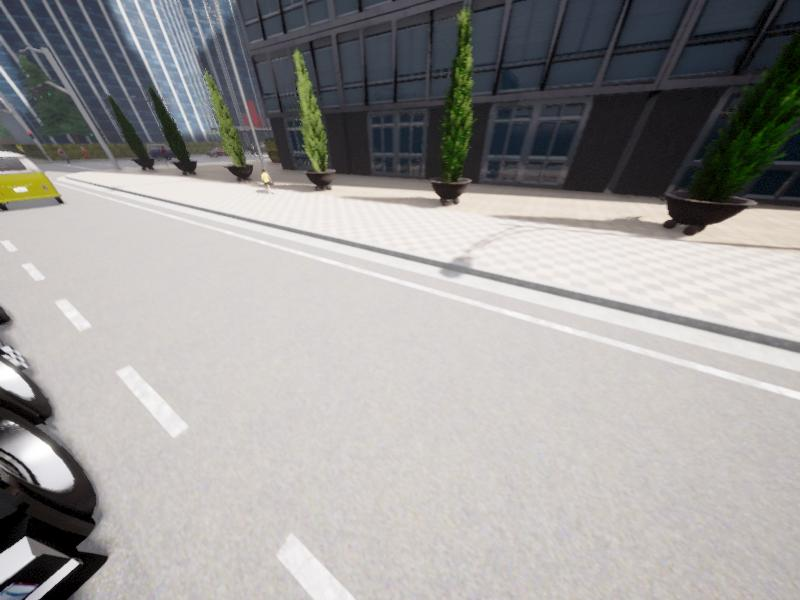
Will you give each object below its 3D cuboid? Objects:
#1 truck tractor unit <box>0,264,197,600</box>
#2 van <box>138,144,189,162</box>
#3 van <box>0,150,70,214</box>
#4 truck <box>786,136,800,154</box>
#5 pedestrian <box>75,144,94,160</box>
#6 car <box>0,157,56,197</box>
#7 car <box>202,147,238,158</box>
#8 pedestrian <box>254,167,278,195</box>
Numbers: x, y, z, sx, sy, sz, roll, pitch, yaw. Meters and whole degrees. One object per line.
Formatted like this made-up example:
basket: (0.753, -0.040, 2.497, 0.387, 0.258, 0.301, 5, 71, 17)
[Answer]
truck tractor unit: (-5.116, -0.294, 0.789, 6.516, 4.208, 3.053, 18, 39, 24)
van: (-33.569, -21.090, 32.977, 1.775, 1.987, 4.442, 18, 39, 24)
van: (-16.949, -5.298, 10.079, 4.442, 1.987, 1.775, 21, 40, 27)
truck: (67.083, -26.136, 37.450, 8.468, 3.827, 2.891, -21, 40, -28)
pedestrian: (-45.669, -21.487, 33.477, 0.751, 1.860, 0.751, 18, 39, 24)
car: (-22.157, -7.009, 12.999, 4.514, 1.525, 2.007, 18, 39, 24)
car: (-29.894, -24.621, 38.465, 1.816, 1.474, 4.193, 18, 39, 24)
pedestrian: (-6.323, -5.672, 10.971, 0.500, 1.100, 0.500, 17, 39, 24)
